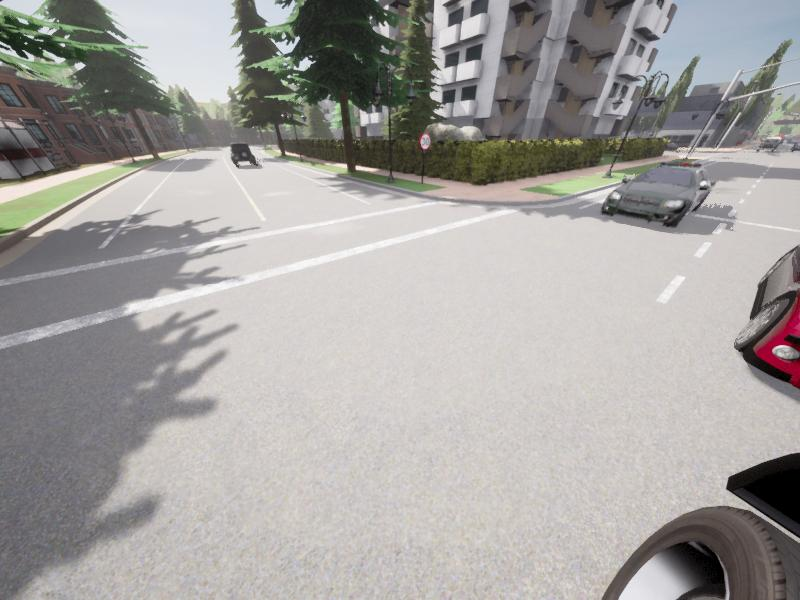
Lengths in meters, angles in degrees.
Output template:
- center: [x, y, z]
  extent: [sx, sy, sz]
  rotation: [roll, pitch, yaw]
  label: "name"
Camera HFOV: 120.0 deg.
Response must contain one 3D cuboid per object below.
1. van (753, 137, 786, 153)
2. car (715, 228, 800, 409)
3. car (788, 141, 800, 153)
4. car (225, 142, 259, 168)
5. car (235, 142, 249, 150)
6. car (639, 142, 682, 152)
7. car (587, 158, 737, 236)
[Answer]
- center: [60.826, -25.567, 38.029]
  extent: [4.480, 2.038, 2.069]
  rotation: [-23, 41, -28]
  label: "van"
- center: [5.839, 0.058, 2.532]
  extent: [3.806, 1.475, 1.970]
  rotation: [-22, 41, -28]
  label: "car"
- center: [64.669, -24.459, 36.913]
  extent: [4.792, 1.488, 2.163]
  rotation: [-23, 41, -28]
  label: "car"
- center: [-15.332, -14.115, 22.348]
  extent: [1.905, 1.878, 3.866]
  rotation: [-21, 40, -27]
  label: "car"
- center: [-38.055, -37.265, 55.787]
  extent: [2.033, 1.411, 5.357]
  rotation: [-14, 38, -19]
  label: "car"
- center: [45.133, -26.616, 40.135]
  extent: [1.812, 1.442, 4.674]
  rotation: [-25, 42, -31]
  label: "car"
- center: [8.926, -3.747, 7.844]
  extent: [4.974, 1.542, 2.038]
  rotation: [-23, 41, -28]
  label: "car"
